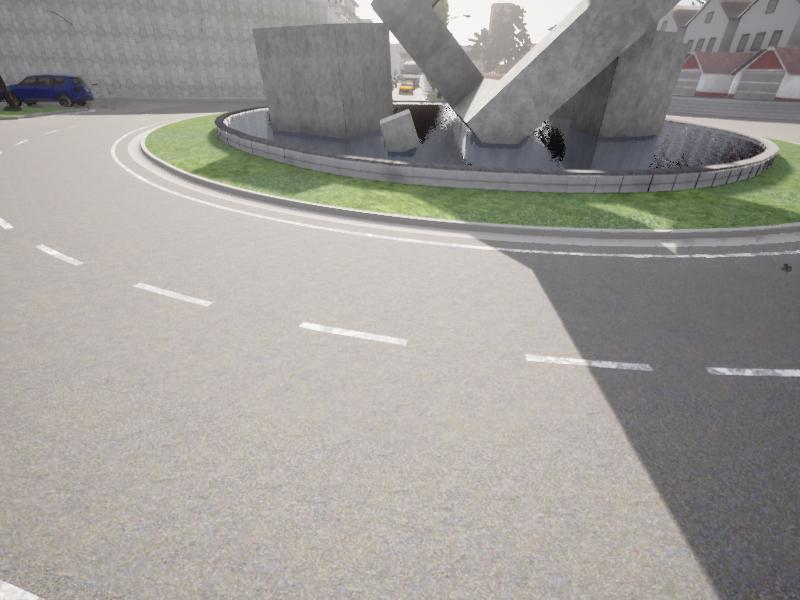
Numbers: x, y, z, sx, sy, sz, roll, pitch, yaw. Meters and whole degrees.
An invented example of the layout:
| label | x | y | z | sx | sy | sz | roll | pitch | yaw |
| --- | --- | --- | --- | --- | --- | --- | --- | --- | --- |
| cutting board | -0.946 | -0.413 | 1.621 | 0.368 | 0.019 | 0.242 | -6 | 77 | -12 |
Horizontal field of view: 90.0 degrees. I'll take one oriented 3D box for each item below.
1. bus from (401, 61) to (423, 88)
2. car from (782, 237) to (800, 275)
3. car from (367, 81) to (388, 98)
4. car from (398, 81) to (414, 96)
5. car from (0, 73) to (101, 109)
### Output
| label | x | y | z | sx | sy | sz | roll | pitch | yaw |
| --- | --- | --- | --- | --- | --- | --- | --- | --- | --- |
| bus | 2.475 | -44.998 | 79.660 | 3.944 | 4.253 | 10.273 | 3 | 30 | 2 |
| car | 9.562 | -0.902 | 6.860 | 4.181 | 1.385 | 1.994 | -5 | 31 | -12 |
| car | -2.829 | -27.106 | 51.439 | 2.152 | 1.651 | 5.027 | 3 | 30 | 2 |
| car | 0.858 | -28.869 | 54.583 | 1.882 | 1.535 | 5.008 | 3 | 30 | 2 |
| car | -25.342 | -14.987 | 28.663 | 5.566 | 2.045 | 2.150 | -3 | 30 | -9 |
